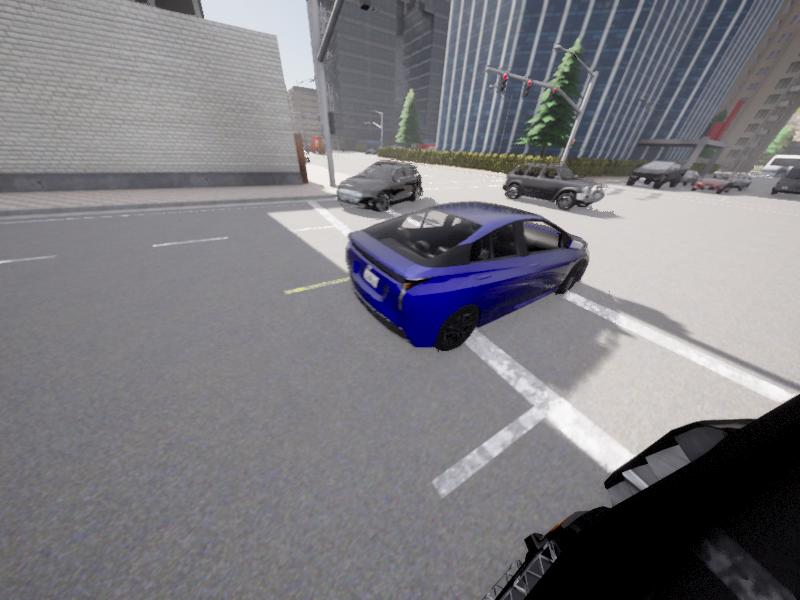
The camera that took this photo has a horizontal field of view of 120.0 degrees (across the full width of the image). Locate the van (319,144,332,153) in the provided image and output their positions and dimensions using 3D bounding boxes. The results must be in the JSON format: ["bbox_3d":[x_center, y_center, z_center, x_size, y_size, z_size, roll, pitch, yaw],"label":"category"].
[{"bbox_3d":[-20.413,-41.481,63.225,2.069,2.038,4.480,-16,38,-26],"label":"van"}]

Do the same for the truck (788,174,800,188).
[{"bbox_3d":[53.652,-15.792,29.650,5.204,2.467,2.627,-16,38,-25],"label":"truck"}]

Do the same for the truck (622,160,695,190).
[{"bbox_3d":[24.254,-11.776,21.670,6.274,2.098,2.390,-16,38,-26],"label":"truck"}]

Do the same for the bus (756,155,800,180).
[{"bbox_3d":[85.180,-27.722,48.512,3.944,4.253,10.273,-16,38,-26],"label":"bus"}]

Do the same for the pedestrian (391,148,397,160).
[{"bbox_3d":[-1.147,-27.753,43.827,0.751,1.860,0.751,-16,38,-26],"label":"pedestrian"}]

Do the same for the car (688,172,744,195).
[{"bbox_3d":[27.542,-10.219,20.138,4.193,1.474,1.816,-16,38,-26],"label":"car"}]

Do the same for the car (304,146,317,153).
[{"bbox_3d":[-24.689,-41.585,63.622,2.033,1.411,5.357,-16,38,-26],"label":"car"}]

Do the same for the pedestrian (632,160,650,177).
[{"bbox_3d":[32.343,-17.660,31.058,0.751,1.860,0.751,-11,36,-20],"label":"pedestrian"}]

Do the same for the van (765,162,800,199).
[{"bbox_3d":[35.641,-10.367,20.015,5.915,2.561,1.988,-10,35,-19],"label":"van"}]

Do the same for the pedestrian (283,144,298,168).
[{"bbox_3d":[-10.248,-13.493,21.624,0.751,1.860,0.751,-19,39,-29],"label":"pedestrian"}]

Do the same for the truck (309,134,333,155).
[{"bbox_3d":[-18.793,-36.808,54.675,2.891,3.827,8.468,-16,38,-26],"label":"truck"}]

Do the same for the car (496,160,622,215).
[{"bbox_3d":[7.660,-5.915,11.819,1.932,1.855,4.605,-16,37,-26],"label":"car"}]

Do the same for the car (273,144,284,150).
[{"bbox_3d":[-35.612,-44.680,67.456,2.033,1.411,5.357,-16,38,-26],"label":"car"}]

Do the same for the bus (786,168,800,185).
[{"bbox_3d":[61.941,-18.958,33.429,10.273,4.253,3.944,-16,38,-26],"label":"bus"}]

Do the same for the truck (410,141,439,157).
[{"bbox_3d":[7.591,-46.081,70.671,8.468,3.827,2.891,-16,38,-26],"label":"truck"}]

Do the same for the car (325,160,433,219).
[{"bbox_3d":[-0.615,-5.074,10.114,2.033,1.649,4.856,22,37,23],"label":"car"}]

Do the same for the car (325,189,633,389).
[{"bbox_3d":[1.410,-0.771,3.855,4.514,1.525,2.007,-18,39,-29],"label":"car"}]

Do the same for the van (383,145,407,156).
[{"bbox_3d":[-1.456,-42.889,66.419,6.366,2.431,2.351,-16,38,-26],"label":"van"}]

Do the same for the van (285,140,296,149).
[{"bbox_3d":[-41.482,-58.665,87.172,2.351,2.431,6.366,-16,38,-26],"label":"van"}]

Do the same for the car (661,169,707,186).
[{"bbox_3d":[31.045,-13.432,25.279,4.674,1.442,1.812,-16,38,-26],"label":"car"}]

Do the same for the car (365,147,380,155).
[{"bbox_3d":[-7.938,-43.014,66.638,3.866,1.878,1.905,-16,38,-26],"label":"car"}]

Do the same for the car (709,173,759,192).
[{"bbox_3d":[33.595,-11.898,23.228,4.181,1.385,1.994,-17,38,-27],"label":"car"}]
